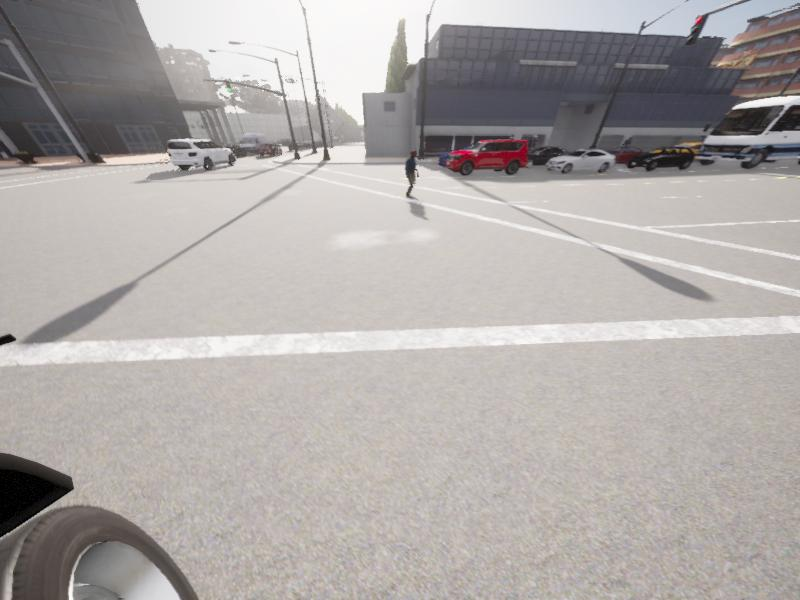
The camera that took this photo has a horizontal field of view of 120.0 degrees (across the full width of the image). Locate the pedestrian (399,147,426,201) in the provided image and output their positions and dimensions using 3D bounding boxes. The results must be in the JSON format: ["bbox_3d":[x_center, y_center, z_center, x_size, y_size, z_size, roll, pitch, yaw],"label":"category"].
[{"bbox_3d":[0.476,-5.203,9.569,0.751,1.860,0.751,-26,43,-32],"label":"pedestrian"}]

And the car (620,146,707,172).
[{"bbox_3d":[19.950,-10.812,17.633,4.193,1.474,1.816,-4,36,-5],"label":"car"}]

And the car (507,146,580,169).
[{"bbox_3d":[12.200,-12.277,19.853,4.892,1.490,1.837,-4,35,-5],"label":"car"}]

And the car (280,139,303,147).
[{"bbox_3d":[-27.346,-39.761,58.432,4.611,1.667,2.242,6,36,9],"label":"car"}]

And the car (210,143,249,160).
[{"bbox_3d":[-20.344,-17.910,27.790,1.816,1.474,4.193,-3,35,-5],"label":"car"}]

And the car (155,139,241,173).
[{"bbox_3d":[-15.968,-11.881,18.838,2.150,2.045,5.566,-1,36,-2],"label":"car"}]

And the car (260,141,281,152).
[{"bbox_3d":[-21.880,-26.081,39.269,1.845,1.501,3.633,-4,36,-6],"label":"car"}]

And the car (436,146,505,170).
[{"bbox_3d":[5.754,-11.868,19.268,5.008,1.535,1.882,-4,35,-5],"label":"car"}]

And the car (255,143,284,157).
[{"bbox_3d":[-17.265,-20.097,30.895,1.816,1.474,4.193,-3,35,-5],"label":"car"}]

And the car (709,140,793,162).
[{"bbox_3d":[32.521,-13.894,21.504,4.674,1.442,1.812,-5,36,-4],"label":"car"}]

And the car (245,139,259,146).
[{"bbox_3d":[-41.935,-44.632,65.449,2.033,1.411,5.357,-26,43,-32],"label":"car"}]

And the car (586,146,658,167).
[{"bbox_3d":[19.486,-12.766,20.484,4.181,1.385,1.994,-4,36,-4],"label":"car"}]

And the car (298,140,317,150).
[{"bbox_3d":[-18.832,-31.784,47.243,1.930,1.638,5.238,0,35,0],"label":"car"}]

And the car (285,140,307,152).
[{"bbox_3d":[-18.553,-27.725,41.514,1.930,1.638,5.238,-3,35,-5],"label":"car"}]

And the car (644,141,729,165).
[{"bbox_3d":[25.799,-13.353,20.950,5.008,1.535,1.882,-5,36,-4],"label":"car"}]

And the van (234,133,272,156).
[{"bbox_3d":[-21.114,-22.647,33.552,1.988,2.561,5.915,-3,35,-5],"label":"van"}]

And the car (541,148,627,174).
[{"bbox_3d":[13.424,-10.307,17.098,4.674,1.442,1.812,-4,36,-5],"label":"car"}]

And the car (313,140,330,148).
[{"bbox_3d":[-18.077,-35.823,53.094,1.816,1.474,4.193,6,36,9],"label":"car"}]

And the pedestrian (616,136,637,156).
[{"bbox_3d":[25.561,-17.435,26.105,0.751,1.860,0.751,-11,37,-16],"label":"pedestrian"}]

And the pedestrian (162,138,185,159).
[{"bbox_3d":[-24.173,-16.185,24.698,0.751,1.860,0.751,2,35,3],"label":"pedestrian"}]

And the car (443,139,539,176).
[{"bbox_3d":[6.165,-10.063,16.277,5.566,2.045,2.150,-4,36,-5],"label":"car"}]

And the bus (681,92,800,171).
[{"bbox_3d":[29.530,-12.663,17.486,10.273,4.253,3.944,-5,36,-4],"label":"bus"}]

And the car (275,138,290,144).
[{"bbox_3d":[-42.137,-57.222,82.895,2.097,1.767,4.553,12,37,16],"label":"car"}]
